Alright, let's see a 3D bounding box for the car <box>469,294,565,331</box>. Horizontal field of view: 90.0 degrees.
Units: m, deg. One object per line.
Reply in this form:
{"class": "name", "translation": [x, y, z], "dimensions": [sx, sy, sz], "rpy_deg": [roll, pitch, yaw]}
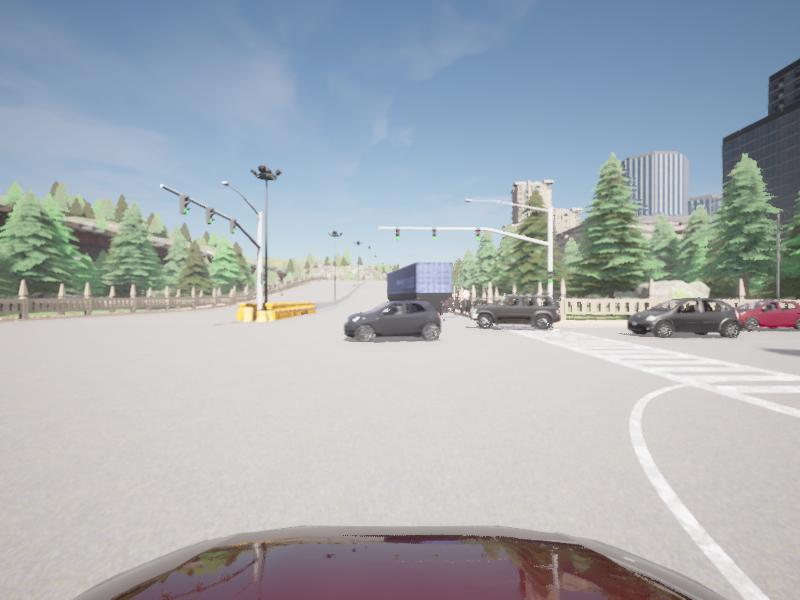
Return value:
{"class": "car", "translation": [6.030, 0.597, 21.082], "dimensions": [4.605, 1.855, 1.932], "rpy_deg": [0, 1, 12]}

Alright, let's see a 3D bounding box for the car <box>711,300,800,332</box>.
{"class": "car", "translation": [18.328, 0.772, 20.313], "dimensions": [3.633, 1.501, 1.845], "rpy_deg": [0, 0, 0]}

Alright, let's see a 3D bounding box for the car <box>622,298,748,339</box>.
{"class": "car", "translation": [11.804, 0.743, 16.770], "dimensions": [3.988, 1.617, 1.851], "rpy_deg": [0, 0, -1]}

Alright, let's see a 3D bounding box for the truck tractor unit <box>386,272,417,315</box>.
{"class": "truck tractor unit", "translation": [0.147, -0.637, 42.235], "dimensions": [3.053, 4.208, 6.516], "rpy_deg": [0, 0, -1]}

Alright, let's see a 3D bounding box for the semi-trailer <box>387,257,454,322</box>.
{"class": "semi-trailer", "translation": [1.173, -0.716, 34.406], "dimensions": [2.717, 4.402, 14.254], "rpy_deg": [0, 0, -10]}

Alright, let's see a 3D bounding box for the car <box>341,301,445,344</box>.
{"class": "car", "translation": [-0.314, 0.784, 15.262], "dimensions": [3.633, 1.501, 1.845], "rpy_deg": [0, 0, -15]}
